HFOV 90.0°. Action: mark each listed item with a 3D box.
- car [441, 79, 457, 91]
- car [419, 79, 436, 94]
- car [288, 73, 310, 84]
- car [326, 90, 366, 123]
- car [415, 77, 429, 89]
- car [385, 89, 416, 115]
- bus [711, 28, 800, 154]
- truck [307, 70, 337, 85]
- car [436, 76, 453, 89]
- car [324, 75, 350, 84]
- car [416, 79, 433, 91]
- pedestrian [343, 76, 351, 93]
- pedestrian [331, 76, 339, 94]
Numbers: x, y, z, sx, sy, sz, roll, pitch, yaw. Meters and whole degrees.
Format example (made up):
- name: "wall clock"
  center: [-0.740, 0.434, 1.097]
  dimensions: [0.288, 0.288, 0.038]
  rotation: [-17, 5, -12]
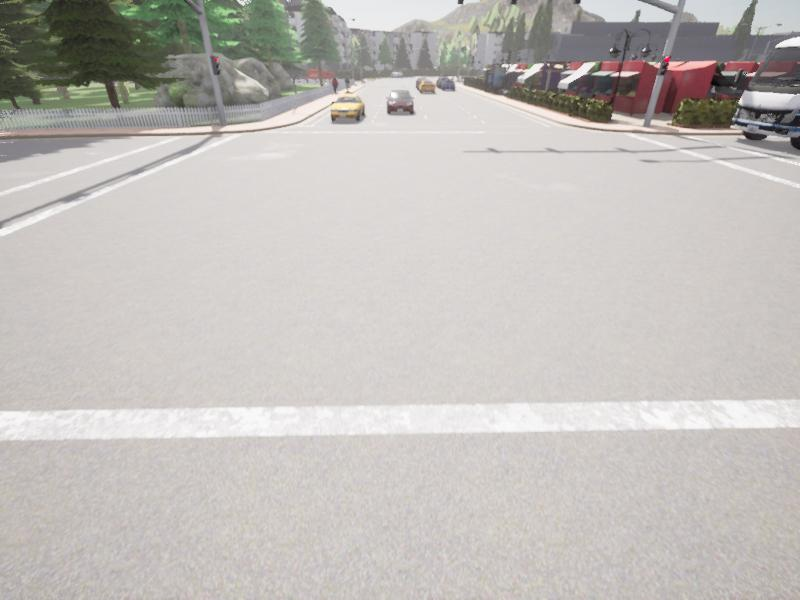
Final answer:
- name: "car"
  center: [7.030, -31.291, 58.197]
  dimensions: [1.816, 1.474, 4.193]
  rotation: [0, 30, 0]
- name: "car"
  center: [3.569, -28.181, 52.801]
  dimensions: [1.882, 1.535, 5.008]
  rotation: [0, 30, 0]
- name: "car"
  center: [-20.617, -45.318, 81.798]
  dimensions: [3.866, 1.878, 1.905]
  rotation: [1, 30, 1]
- name: "car"
  center: [-3.438, -12.947, 26.643]
  dimensions: [1.801, 1.575, 5.366]
  rotation: [1, 30, 1]
- name: "car"
  center: [3.532, -35.013, 64.510]
  dimensions: [1.882, 1.535, 5.008]
  rotation: [0, 30, 0]
- name: "car"
  center: [0.018, -15.229, 30.658]
  dimensions: [2.163, 1.488, 4.792]
  rotation: [0, 30, 0]
- name: "bus"
  center: [20.124, -8.625, 16.508]
  dimensions: [10.273, 4.253, 3.944]
  rotation: [0, 30, 0]
- name: "truck"
  center: [-15.245, -43.738, 78.509]
  dimensions: [5.204, 2.467, 2.627]
  rotation: [1, 30, 1]
- name: "car"
  center: [7.032, -34.649, 63.802]
  dimensions: [2.033, 1.649, 4.856]
  rotation: [0, 30, 0]
- name: "car"
  center: [-12.903, -45.027, 81.741]
  dimensions: [4.902, 1.511, 2.128]
  rotation: [1, 30, 1]
- name: "car"
  center: [3.541, -31.543, 58.619]
  dimensions: [2.163, 1.488, 4.792]
  rotation: [0, 30, 0]
- name: "pedestrian"
  center: [-6.654, -27.301, 50.609]
  dimensions: [0.751, 1.860, 0.751]
  rotation: [2, 30, 4]
- name: "pedestrian"
  center: [-7.715, -25.474, 47.480]
  dimensions: [0.751, 1.860, 0.751]
  rotation: [0, 30, 1]
